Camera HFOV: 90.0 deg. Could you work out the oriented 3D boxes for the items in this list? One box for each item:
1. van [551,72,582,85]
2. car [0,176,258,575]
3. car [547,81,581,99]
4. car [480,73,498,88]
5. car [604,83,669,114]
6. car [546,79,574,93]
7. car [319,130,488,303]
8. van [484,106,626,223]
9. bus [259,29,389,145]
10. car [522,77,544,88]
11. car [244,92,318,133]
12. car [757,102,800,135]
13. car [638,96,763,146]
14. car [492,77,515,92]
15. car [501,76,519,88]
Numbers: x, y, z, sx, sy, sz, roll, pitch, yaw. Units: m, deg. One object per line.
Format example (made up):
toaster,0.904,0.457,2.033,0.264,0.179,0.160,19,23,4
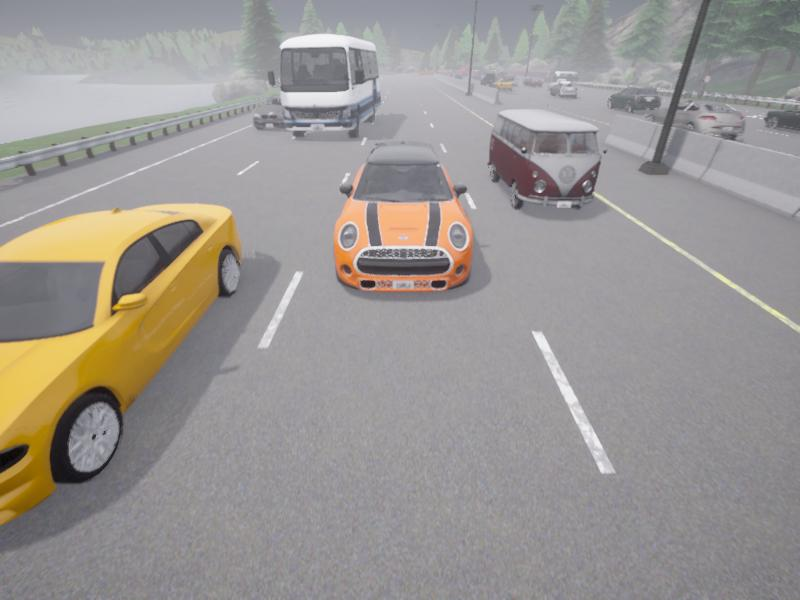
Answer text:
van,30.174,-40.204,72.487,4.480,2.038,2.069,-1,30,-2
car,-3.454,-0.038,4.519,1.882,1.535,5.008,0,30,0
car,17.671,-22.739,43.275,1.970,1.475,3.806,0,30,0
car,14.228,-35.335,64.356,1.905,1.878,3.866,0,30,0
car,17.629,-15.210,30.130,2.097,1.767,4.553,0,31,0
car,21.203,-28.486,53.104,1.812,1.442,4.674,0,30,0
car,0.056,-1.862,7.376,2.097,1.767,4.553,0,30,0
van,3.565,-3.685,10.294,1.775,1.987,4.442,0,30,0
bus,-3.166,-11.400,21.194,3.944,4.253,10.273,2,31,5
car,21.227,-34.760,63.934,1.895,1.301,4.718,0,30,0
car,-6.482,-10.614,22.417,2.242,1.667,4.611,3,30,6
car,21.095,-9.106,20.216,1.895,1.301,4.718,0,30,0
car,14.093,-8.745,19.276,2.152,1.651,5.027,0,30,0
car,14.208,-29.867,55.323,1.801,1.575,5.366,0,30,0
car,17.730,-35.290,64.617,1.851,1.617,3.988,0,30,0
